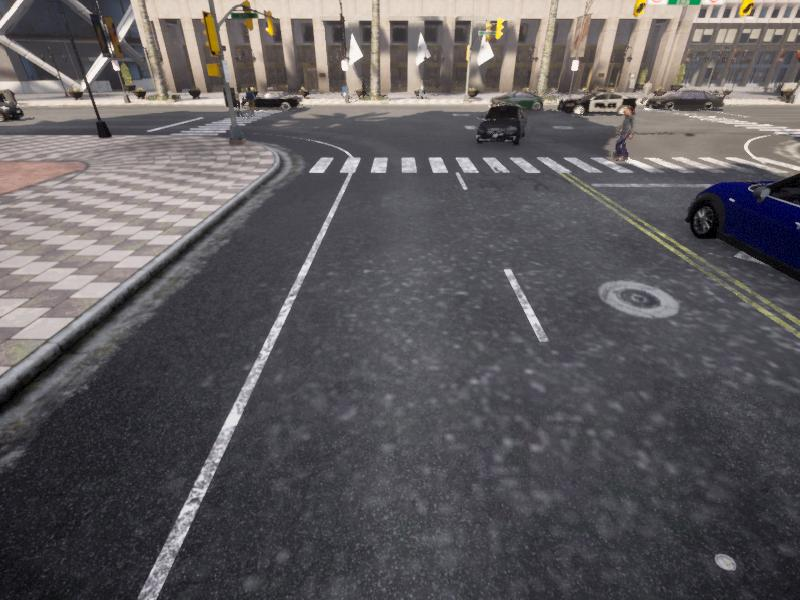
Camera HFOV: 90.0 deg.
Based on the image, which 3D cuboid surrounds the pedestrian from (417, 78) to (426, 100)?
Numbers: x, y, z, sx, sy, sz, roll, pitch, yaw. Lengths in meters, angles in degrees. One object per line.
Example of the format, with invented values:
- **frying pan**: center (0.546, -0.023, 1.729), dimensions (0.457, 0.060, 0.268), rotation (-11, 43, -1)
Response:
- **pedestrian**: center (2.090, -20.556, 39.030), dimensions (0.751, 1.860, 0.751), rotation (-2, 30, -4)

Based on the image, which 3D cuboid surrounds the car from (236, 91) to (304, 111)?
- **car**: center (-10.267, -15.834, 31.852), dimensions (4.718, 1.301, 1.895), rotation (0, 30, 0)

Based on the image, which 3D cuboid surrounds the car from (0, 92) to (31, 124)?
- **car**: center (-26.039, -11.876, 24.764), dimensions (3.988, 1.617, 1.851), rotation (-7, 31, -12)

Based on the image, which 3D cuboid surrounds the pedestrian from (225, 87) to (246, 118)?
- **pedestrian**: center (-10.944, -13.188, 26.713), dimensions (0.751, 1.860, 0.751), rotation (0, 30, 1)

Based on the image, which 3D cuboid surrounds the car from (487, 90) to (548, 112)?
- **car**: center (9.223, -15.795, 31.713), dimensions (4.181, 1.385, 1.994), rotation (0, 30, 0)

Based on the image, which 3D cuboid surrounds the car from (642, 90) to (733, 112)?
- **car**: center (22.594, -15.757, 31.624), dimensions (5.357, 1.411, 2.033), rotation (0, 30, 0)

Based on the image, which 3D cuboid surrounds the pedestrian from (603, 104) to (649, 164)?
- **pedestrian**: center (7.998, -5.899, 14.229), dimensions (0.751, 1.860, 0.751), rotation (1, 30, 1)

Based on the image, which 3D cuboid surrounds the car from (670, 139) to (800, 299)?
- **car**: center (7.074, -1.332, 6.520), dimensions (2.097, 1.767, 4.553), rotation (0, 30, 0)

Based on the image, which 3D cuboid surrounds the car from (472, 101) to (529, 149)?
- **car**: center (4.813, -8.289, 18.734), dimensions (1.837, 1.490, 4.892), rotation (10, 32, 17)

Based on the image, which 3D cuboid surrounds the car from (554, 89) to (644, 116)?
- **car**: center (14.086, -14.129, 28.591), dimensions (5.238, 1.638, 1.930), rotation (0, 30, 0)

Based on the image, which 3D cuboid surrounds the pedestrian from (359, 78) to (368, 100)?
- **pedestrian**: center (-3.562, -20.566, 39.047), dimensions (0.751, 1.860, 0.751), rotation (-5, 31, -8)

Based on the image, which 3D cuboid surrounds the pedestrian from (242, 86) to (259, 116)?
- **pedestrian**: center (-10.448, -13.892, 27.918), dimensions (0.751, 1.860, 0.751), rotation (-11, 32, -18)

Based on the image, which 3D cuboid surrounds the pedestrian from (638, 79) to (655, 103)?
- **pedestrian**: center (22.165, -18.781, 35.990), dimensions (0.751, 1.860, 0.751), rotation (24, 38, 35)
